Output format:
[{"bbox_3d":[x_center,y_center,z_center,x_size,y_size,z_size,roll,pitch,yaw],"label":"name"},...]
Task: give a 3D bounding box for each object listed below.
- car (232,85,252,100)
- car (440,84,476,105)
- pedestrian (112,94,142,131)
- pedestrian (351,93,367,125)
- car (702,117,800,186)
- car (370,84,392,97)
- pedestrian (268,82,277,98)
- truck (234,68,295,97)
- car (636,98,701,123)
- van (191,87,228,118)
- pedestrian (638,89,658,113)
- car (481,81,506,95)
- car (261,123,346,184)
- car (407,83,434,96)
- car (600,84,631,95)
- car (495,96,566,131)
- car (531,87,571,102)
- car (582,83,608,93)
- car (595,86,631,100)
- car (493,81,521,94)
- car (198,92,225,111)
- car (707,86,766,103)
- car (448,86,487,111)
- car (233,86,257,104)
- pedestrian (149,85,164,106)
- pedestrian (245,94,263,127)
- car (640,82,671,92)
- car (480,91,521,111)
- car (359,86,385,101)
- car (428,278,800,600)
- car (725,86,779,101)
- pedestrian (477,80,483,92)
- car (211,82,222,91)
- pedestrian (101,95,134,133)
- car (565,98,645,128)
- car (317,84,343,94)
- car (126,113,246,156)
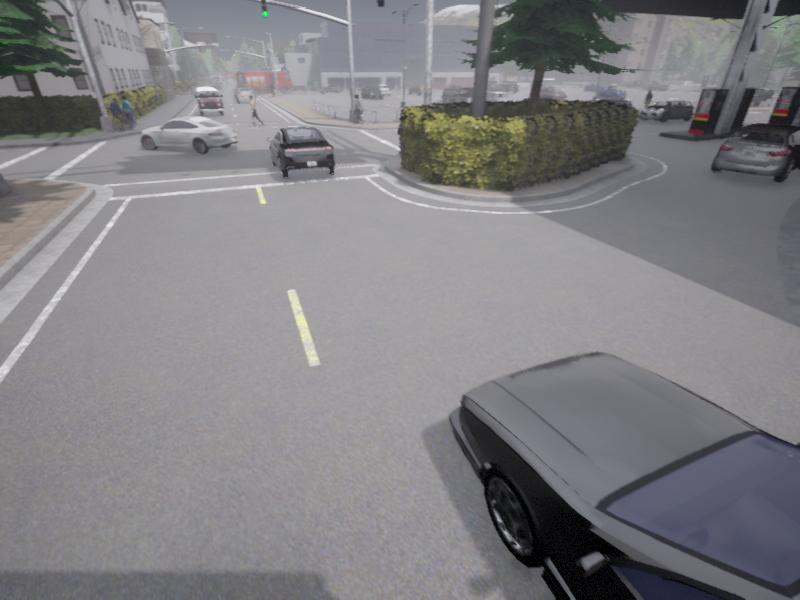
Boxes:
[{"bbox_3d":[-21.711,-28.468,54.803,2.038,1.542,4.974,-12,32,-20],"label":"car"},{"bbox_3d":[6.517,-23.398,45.431,1.932,1.855,4.605,-11,31,-19],"label":"car"},{"bbox_3d":[-15.743,-10.843,23.120,0.751,1.860,0.751,-7,30,-12],"label":"pedestrian"},{"bbox_3d":[-2.671,-12.569,26.337,0.751,1.860,0.751,-13,32,-21],"label":"pedestrian"},{"bbox_3d":[13.717,-5.645,14.848,4.611,1.667,2.242,-20,35,-31],"label":"car"},{"bbox_3d":[-2.762,-30.534,58.268,1.970,1.475,3.806,-11,31,-19],"label":"car"},{"bbox_3d":[-16.934,-27.950,53.189,0.751,1.860,0.751,-11,31,-19],"label":"pedestrian"},{"bbox_3d":[-21.591,-34.951,64.213,2.891,3.827,8.468,25,38,37],"label":"truck"},{"bbox_3d":[20.489,-14.502,30.594,3.806,1.475,1.970,-11,31,-18],"label":"car"},{"bbox_3d":[-15.835,-16.458,33.165,2.069,2.038,4.480,-13,32,-22],"label":"van"},{"bbox_3d":[21.532,-17.275,34.720,0.751,1.860,0.751,-11,31,-19],"label":"pedestrian"},{"bbox_3d":[15.006,-34.305,64.537,1.905,1.878,3.866,-11,31,-19],"label":"car"},{"bbox_3d":[-3.716,-5.580,14.784,2.128,1.511,4.902,-11,28,-18],"label":"car"},{"bbox_3d":[3.094,-31.916,60.523,2.152,1.636,5.027,-11,31,-19],"label":"car"},{"bbox_3d":[34.846,-34.110,64.766,1.970,1.475,3.806,-11,31,-19],"label":"car"},{"bbox_3d":[8.568,-12.398,26.507,3.866,1.878,1.905,-11,31,-18],"label":"car"},{"bbox_3d":[18.374,-25.158,48.899,2.007,1.523,4.514,-11,31,-19],"label":"car"},{"bbox_3d":[34.913,-38.074,71.711,1.845,1.501,3.633,-11,31,-19],"label":"car"},{"bbox_3d":[27.693,-26.933,52.040,1.845,1.501,3.633,-11,31,-19],"label":"car"},{"bbox_3d":[17.561,-35.004,65.801,1.932,1.855,4.605,-11,31,-19],"label":"car"},{"bbox_3d":[-18.432,-19.511,39.216,1.994,1.385,4.181,-11,31,-19],"label":"car"},{"bbox_3d":[41.523,-25.544,49.585,2.152,1.636,5.027,-11,31,-19],"label":"car"},{"bbox_3d":[6.329,-19.200,38.011,1.905,1.878,3.866,-11,31,-19],"label":"car"},{"bbox_3d":[-18.549,-24.570,47.852,2.152,1.651,5.027,-11,31,-18],"label":"car"},{"bbox_3d":[-24.484,-20.609,40.310,0.751,1.860,0.751,-11,31,-18],"label":"pedestrian"},{"bbox_3d":[-9.480,-12.300,25.974,0.751,1.860,0.751,-7,30,-13],"label":"pedestrian"},{"bbox_3d":[50.386,-42.080,78.984,2.163,1.488,4.792,-11,31,-19],"label":"car"},{"bbox_3d":[9.648,-19.276,38.710,1.970,1.475,3.806,-11,31,-19],"label":"car"},{"bbox_3d":[-3.599,-26.570,51.435,2.007,1.523,4.514,-11,31,-19],"label":"car"},{"bbox_3d":[2.233,1.820,1.652,2.033,1.411,5.357,-12,32,-20],"label":"car"},{"bbox_3d":[44.424,-26.129,50.625,2.007,1.523,4.514,-11,31,-19],"label":"car"},{"bbox_3d":[14.807,-39.599,73.940,0.751,1.860,0.751,-11,31,-19],"label":"pedestrian"},{"bbox_3d":[-36.837,-42.976,80.365,1.837,1.490,4.892,-11,31,-18],"label":"car"},{"bbox_3d":[-15.782,-10.424,22.395,0.751,1.860,0.751,12,32,21],"label":"pedestrian"},{"bbox_3d":[14.589,-13.436,28.583,4.856,1.649,2.033,-11,31,-18],"label":"car"},{"bbox_3d":[-12.582,-37.945,71.850,4.193,1.474,1.816,-11,31,-19],"label":"car"},{"bbox_3d":[-9.943,-7.812,18.754,4.674,1.442,1.812,9,32,14],"label":"car"}]
